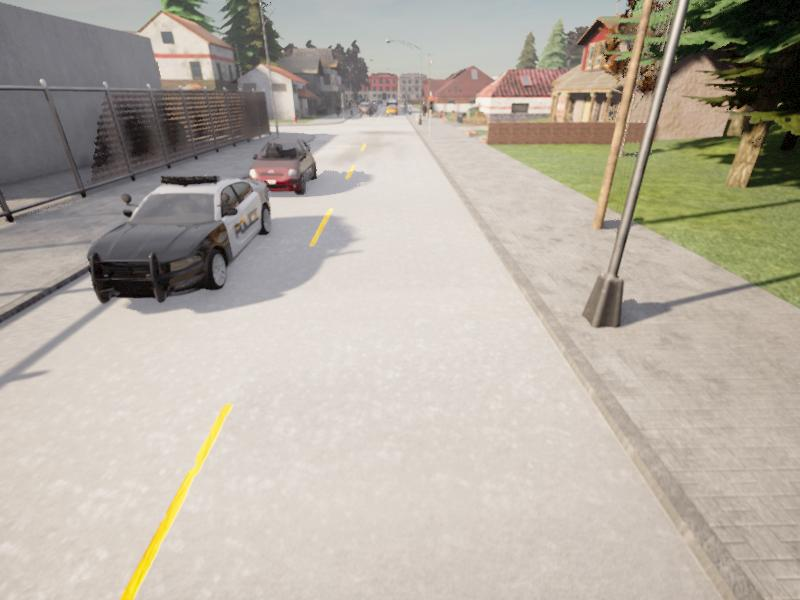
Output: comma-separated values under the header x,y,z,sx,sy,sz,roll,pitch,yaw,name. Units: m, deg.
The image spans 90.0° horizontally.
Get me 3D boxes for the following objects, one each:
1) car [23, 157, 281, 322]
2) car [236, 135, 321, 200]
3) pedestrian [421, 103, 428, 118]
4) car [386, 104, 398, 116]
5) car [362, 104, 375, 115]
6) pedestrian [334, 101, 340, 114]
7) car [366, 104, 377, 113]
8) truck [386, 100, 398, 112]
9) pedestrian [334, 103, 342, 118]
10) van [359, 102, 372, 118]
x,y,z,sx,sy,sz,roll,pitch,yaw,name
-4.067,-1.616,7.978,1.930,1.638,5.238,-1,27,-2,car
-4.129,-4.872,14.355,1.851,1.617,3.988,-1,27,-1,car
3.425,-26.413,55.721,0.751,1.860,0.751,4,27,8,pedestrian
-1.263,-31.866,66.978,1.882,1.535,5.008,0,27,-1,car
-5.274,-31.977,67.212,2.007,1.525,4.514,-1,27,-1,car
-10.646,-32.534,67.663,0.751,1.860,0.751,-1,27,-2,pedestrian
-5.444,-36.594,76.374,1.994,1.385,4.181,-1,27,-1,car
-1.567,-39.699,81.614,2.390,2.098,6.274,0,27,-1,truck
-8.478,-25.912,54.768,0.751,1.860,0.751,2,27,3,pedestrian
-5.172,-28.757,60.446,1.775,1.987,4.442,-1,27,-2,van
